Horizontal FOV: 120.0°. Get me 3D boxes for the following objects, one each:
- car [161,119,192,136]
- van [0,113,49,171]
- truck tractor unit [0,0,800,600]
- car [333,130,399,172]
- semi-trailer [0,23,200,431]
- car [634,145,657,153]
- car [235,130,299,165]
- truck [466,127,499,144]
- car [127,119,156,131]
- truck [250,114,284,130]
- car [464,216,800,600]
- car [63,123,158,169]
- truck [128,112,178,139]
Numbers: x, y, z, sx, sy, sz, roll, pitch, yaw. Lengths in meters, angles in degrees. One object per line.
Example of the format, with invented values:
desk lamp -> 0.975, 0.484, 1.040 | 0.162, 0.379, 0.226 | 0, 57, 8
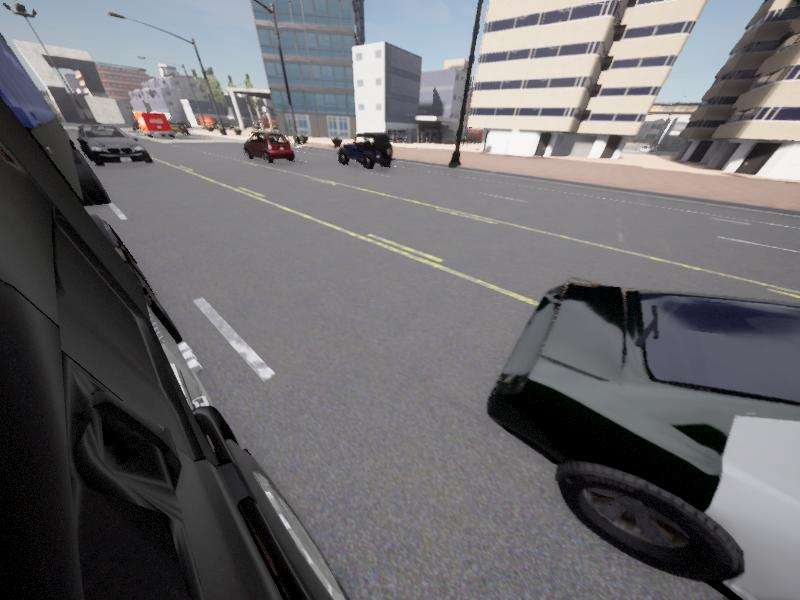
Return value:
car -> -33.207, -25.640, 34.294 | 4.605, 1.855, 1.932 | 29, 44, 32
van -> -18.765, -7.458, 10.780 | 4.442, 1.987, 1.775 | 27, 43, 29
truck tractor unit -> -2.645, -0.295, 0.352 | 6.516, 4.208, 3.053 | 28, 44, 30
car -> -2.176, -9.707, 14.948 | 3.866, 1.878, 1.905 | 27, 43, 29
semi-trailer -> -8.610, -3.662, 4.315 | 14.254, 4.402, 2.717 | 29, 44, 31
car -> 61.653, -37.917, 58.095 | 3.633, 1.501, 1.845 | 25, 42, 28
car -> -8.982, -10.369, 15.632 | 3.988, 1.617, 1.851 | 27, 43, 29
truck -> 25.455, -50.902, 71.482 | 8.468, 3.827, 2.891 | 26, 43, 27
car -> -45.346, -30.802, 40.641 | 2.152, 1.651, 5.027 | -19, 42, -26
truck -> -43.042, -57.660, 74.935 | 2.891, 3.827, 8.468 | 30, 44, 31
car -> 3.165, 1.178, 1.013 | 4.974, 1.542, 2.038 | 27, 43, 29
car -> -15.816, -8.508, 12.641 | 4.611, 1.667, 2.242 | 27, 43, 29
truck -> -30.730, -21.760, 28.765 | 5.204, 2.467, 2.627 | 27, 43, 29
